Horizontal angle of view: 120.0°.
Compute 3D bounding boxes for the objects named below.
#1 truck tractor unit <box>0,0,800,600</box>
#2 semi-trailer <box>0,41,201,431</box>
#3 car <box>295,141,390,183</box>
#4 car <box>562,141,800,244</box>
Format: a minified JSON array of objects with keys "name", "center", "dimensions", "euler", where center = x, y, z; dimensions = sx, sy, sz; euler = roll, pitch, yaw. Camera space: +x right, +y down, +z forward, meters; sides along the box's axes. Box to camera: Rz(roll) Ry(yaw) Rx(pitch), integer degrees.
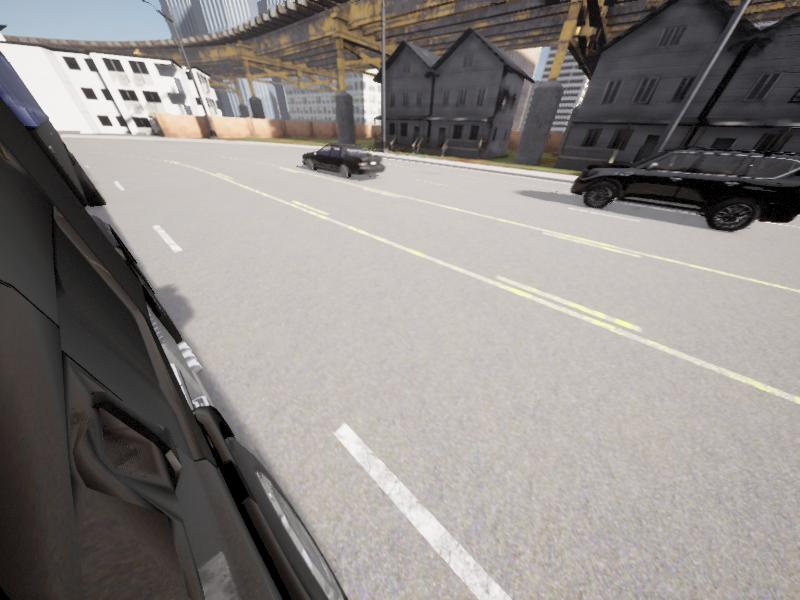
[{"name":"truck tractor unit","center":[-2.645,-0.295,0.352],"dimensions":[6.516,4.208,3.053],"euler":[28,44,30]},{"name":"semi-trailer","center":[-8.689,-3.594,4.260],"dimensions":[14.254,4.402,2.717],"euler":[28,44,30]},{"name":"car","center":[-3.216,-7.726,12.671],"dimensions":[5.357,1.411,2.033],"euler":[28,44,30]},{"name":"car","center":[9.305,-4.001,7.870],"dimensions":[5.566,2.045,2.150],"euler":[29,44,30]}]
